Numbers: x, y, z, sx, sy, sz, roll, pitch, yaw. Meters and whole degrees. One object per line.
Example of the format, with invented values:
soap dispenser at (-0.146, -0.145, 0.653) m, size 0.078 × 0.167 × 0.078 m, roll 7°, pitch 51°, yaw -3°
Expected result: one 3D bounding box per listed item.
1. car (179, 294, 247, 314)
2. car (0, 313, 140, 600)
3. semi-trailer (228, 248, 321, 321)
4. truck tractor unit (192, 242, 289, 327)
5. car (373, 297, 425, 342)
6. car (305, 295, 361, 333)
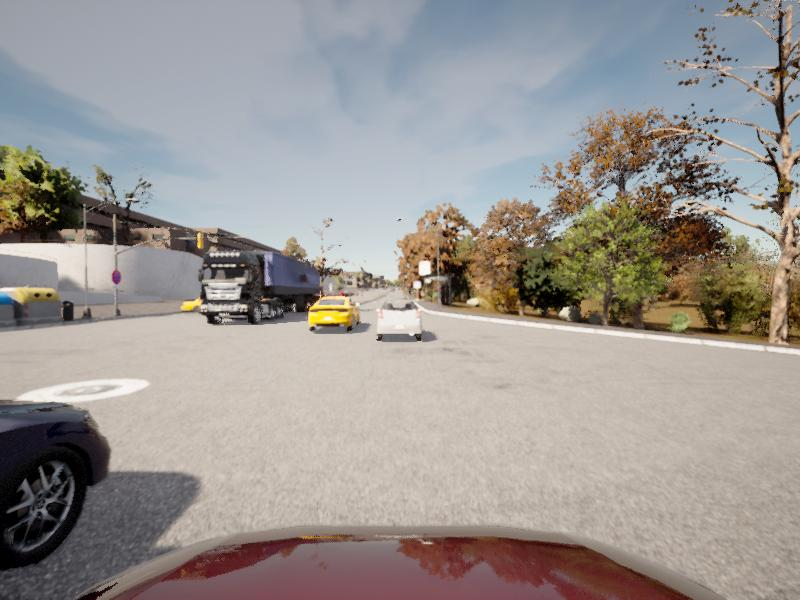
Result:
car at (-16.848, 0.326, 36.410) m, size 5.366 × 1.575 × 1.946 m, roll -2°, pitch 1°, yaw -20°
car at (-3.004, 0.851, 1.131) m, size 1.816 × 1.474 × 4.193 m, roll 0°, pitch 0°, yaw 0°
semi-trailer at (-8.964, -1.116, 31.286) m, size 2.717 × 4.402 × 14.254 m, roll -1°, pitch 1°, yaw 0°
truck tractor unit at (-8.930, -0.836, 23.375) m, size 3.053 × 4.208 × 6.516 m, roll 0°, pitch 1°, yaw 0°
car at (-0.036, 0.663, 15.913) m, size 1.845 × 1.501 × 3.633 m, roll 0°, pitch 2°, yaw 0°
car at (-3.052, 0.575, 19.321) m, size 1.882 × 1.535 × 5.008 m, roll 0°, pitch 1°, yaw 0°
